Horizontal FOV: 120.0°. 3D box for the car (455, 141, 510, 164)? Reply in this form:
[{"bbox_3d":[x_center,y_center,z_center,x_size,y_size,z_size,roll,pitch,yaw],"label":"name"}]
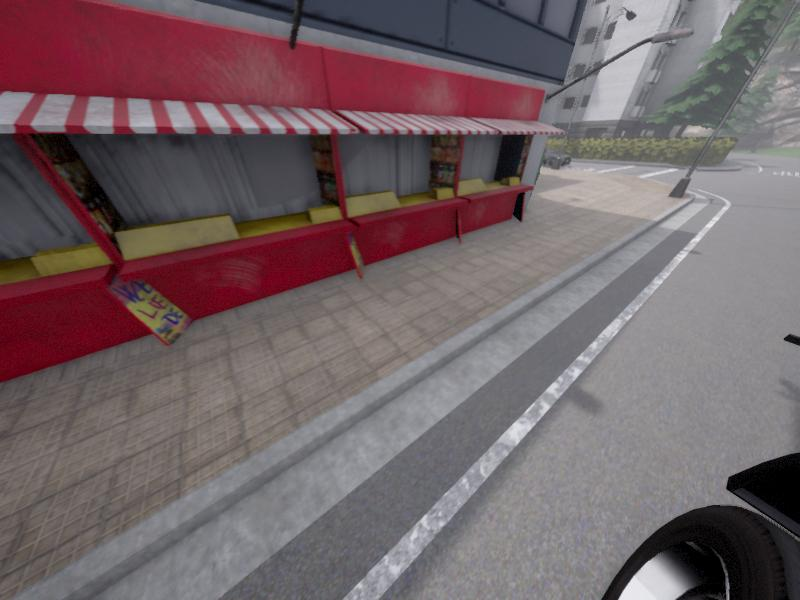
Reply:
[{"bbox_3d":[8.154,-14.964,23.304,2.242,1.667,4.611,-24,41,-29],"label":"car"}]

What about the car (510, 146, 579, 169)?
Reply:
[{"bbox_3d":[11.890,-11.969,19.288,1.994,1.385,4.181,-23,41,-29],"label":"car"}]
